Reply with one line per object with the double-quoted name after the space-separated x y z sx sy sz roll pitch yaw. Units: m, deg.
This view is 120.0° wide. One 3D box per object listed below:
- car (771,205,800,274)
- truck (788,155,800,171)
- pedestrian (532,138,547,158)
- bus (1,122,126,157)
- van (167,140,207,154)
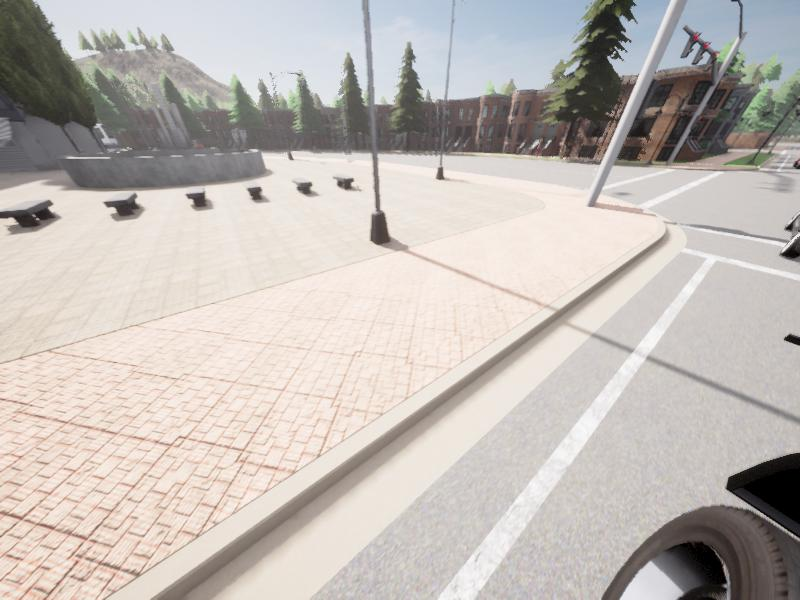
10.392 -1.757 4.889 5.238 1.638 1.930 -22 41 -28 "car"
33.034 -11.324 17.543 5.204 2.467 2.627 -22 41 -28 "truck"
16.535 -18.080 27.481 0.751 1.860 0.751 -23 41 -28 "pedestrian"
-54.150 -26.394 38.032 10.273 4.253 3.944 -19 39 -24 "bus"
-37.042 -26.692 40.293 4.442 1.987 1.775 -4 35 -6 "van"
